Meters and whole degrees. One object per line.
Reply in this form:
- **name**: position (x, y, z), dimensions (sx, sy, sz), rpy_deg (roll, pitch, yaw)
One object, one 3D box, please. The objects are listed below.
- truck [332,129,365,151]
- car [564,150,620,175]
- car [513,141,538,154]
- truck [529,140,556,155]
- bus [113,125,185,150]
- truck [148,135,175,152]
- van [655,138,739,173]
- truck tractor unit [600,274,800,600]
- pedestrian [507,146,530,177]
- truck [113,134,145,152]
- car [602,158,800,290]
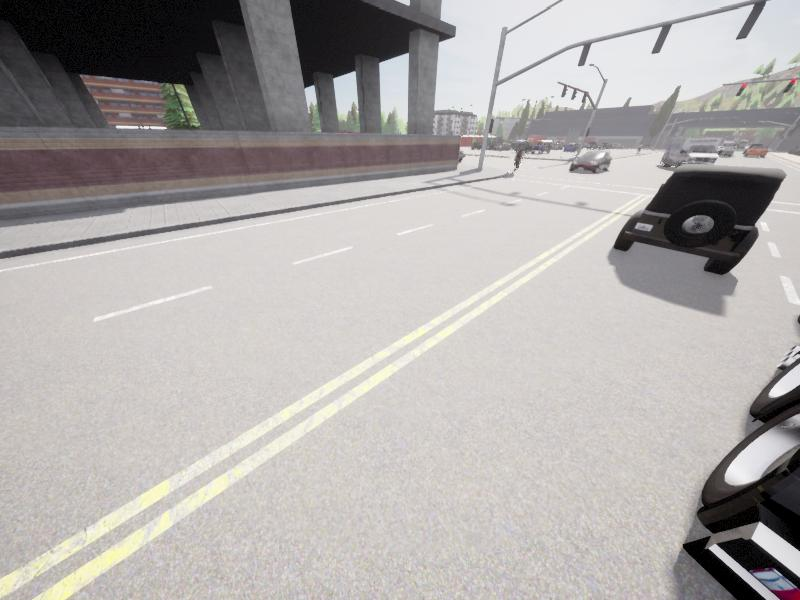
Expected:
- **truck**: position (-11.432, -35.506, 51.294), dimensions (2.891, 3.827, 8.468), rpy_deg (-26, 43, -32)
- **car**: position (16.371, -11.758, 19.623), dimensions (4.792, 1.488, 2.163), rpy_deg (-26, 43, -32)
- **car**: position (23.096, -28.048, 42.443), dimensions (4.605, 1.855, 1.932), rpy_deg (-26, 43, -32)
- **truck**: position (25.015, -26.876, 40.616), dimensions (4.478, 2.038, 2.069), rpy_deg (-26, 43, -32)
- **bus**: position (-57.598, -37.608, 53.610), dimensions (10.273, 4.253, 3.944), rpy_deg (-26, 42, -32)
- **truck**: position (-44.284, -29.214, 42.992), dimensions (2.615, 2.467, 5.204), rpy_deg (-26, 43, -32)
- **van**: position (26.637, -13.380, 21.212), dimensions (2.351, 2.431, 6.366), rpy_deg (18, 38, 25)
- **truck tractor unit**: position (5.128, -0.283, 0.757), dimensions (6.516, 4.208, 3.053), rpy_deg (-18, 39, -23)
- **pedestrian**: position (8.522, -10.004, 16.720), dimensions (0.751, 1.860, 0.751), rpy_deg (-7, 36, -11)
- **truck**: position (-47.579, -27.636, 40.703), dimensions (2.615, 2.467, 5.204), rpy_deg (-26, 43, -32)
- **car**: position (6.877, -2.077, 5.369), dimensions (3.866, 1.878, 1.905), rpy_deg (-26, 43, -32)
